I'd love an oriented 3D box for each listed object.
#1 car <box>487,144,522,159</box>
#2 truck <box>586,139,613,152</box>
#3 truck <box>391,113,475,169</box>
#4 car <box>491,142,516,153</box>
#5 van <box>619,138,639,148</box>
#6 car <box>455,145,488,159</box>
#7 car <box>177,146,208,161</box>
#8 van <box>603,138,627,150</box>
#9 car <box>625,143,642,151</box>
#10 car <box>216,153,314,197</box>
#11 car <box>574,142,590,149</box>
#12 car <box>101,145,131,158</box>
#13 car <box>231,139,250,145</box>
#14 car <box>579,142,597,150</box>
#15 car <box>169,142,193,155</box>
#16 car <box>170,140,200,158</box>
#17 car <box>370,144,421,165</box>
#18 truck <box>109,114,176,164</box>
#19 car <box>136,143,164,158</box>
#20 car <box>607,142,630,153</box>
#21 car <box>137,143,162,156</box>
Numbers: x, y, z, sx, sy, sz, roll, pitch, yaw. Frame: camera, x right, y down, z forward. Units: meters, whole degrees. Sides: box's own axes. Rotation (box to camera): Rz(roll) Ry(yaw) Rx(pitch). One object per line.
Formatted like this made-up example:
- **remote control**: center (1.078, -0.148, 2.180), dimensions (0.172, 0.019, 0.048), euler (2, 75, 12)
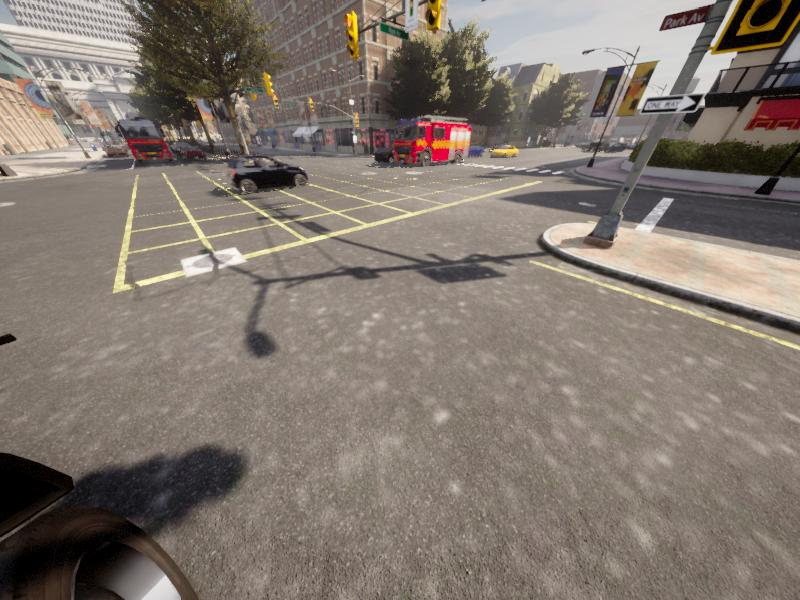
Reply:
- **car**: center (14.315, -20.288, 31.467), dimensions (5.366, 1.575, 1.801), euler (-28, 44, -34)
- **truck**: center (41.427, -32.064, 47.935), dimensions (6.274, 2.098, 2.390), euler (-28, 44, -34)
- **truck**: center (3.338, -15.414, 22.516), dimensions (8.468, 3.827, 2.891), euler (-28, 44, -34)
- **car**: center (19.276, -28.500, 43.206), dimensions (2.038, 1.542, 4.974), euler (-3, 36, -4)
- **van**: center (65.446, -44.875, 66.017), dimensions (6.366, 2.431, 2.351), euler (-27, 43, -33)
- **car**: center (9.955, -20.674, 32.103), dimensions (4.674, 1.442, 1.812), euler (-28, 44, -34)
- **car**: center (-24.264, -17.156, 26.987), dimensions (1.895, 1.301, 4.718), euler (-28, 44, -34)
- **van**: center (51.942, -37.746, 55.792), dimensions (6.366, 2.431, 2.351), euler (-28, 44, -34)
- **car**: center (55.334, -36.370, 54.771), dimensions (4.181, 1.385, 1.994), euler (-28, 44, -34)
- **car**: center (-6.652, -6.461, 11.722), dimensions (3.633, 1.501, 1.845), euler (-28, 44, -34)
- **car**: center (48.140, -40.820, 60.992), dimensions (4.674, 1.442, 1.812), euler (-28, 44, -34)
- **car**: center (-36.836, -19.373, 30.035), dimensions (1.895, 1.301, 4.718), euler (-28, 44, -34)
- **car**: center (-54.497, -54.000, 78.942), dimensions (4.792, 1.488, 2.163), euler (-22, 41, -28)
- **car**: center (44.042, -35.940, 53.981), dimensions (4.892, 1.490, 1.837), euler (-28, 44, -34)
- **car**: center (-32.921, -22.725, 34.677), dimensions (1.970, 1.475, 3.806), euler (-27, 44, -33)
- **car**: center (-28.926, -20.319, 31.013), dimensions (2.097, 1.767, 4.553), euler (-28, 44, -34)
- **car**: center (-0.367, -15.306, 24.231), dimensions (5.238, 1.638, 1.930), euler (-28, 44, -34)
- **truck**: center (-27.249, -17.094, 24.681), dimensions (2.891, 3.827, 8.468), euler (-28, 44, -34)
- **car**: center (-32.422, -19.416, 29.980), dimensions (1.970, 1.475, 3.806), euler (-28, 44, -34)
- **car**: center (42.770, -29.841, 45.192), dimensions (4.856, 1.649, 2.033), euler (-28, 44, -34)
- **car**: center (-36.885, -22.195, 33.989), dimensions (1.994, 1.385, 4.181), euler (-28, 44, -34)
